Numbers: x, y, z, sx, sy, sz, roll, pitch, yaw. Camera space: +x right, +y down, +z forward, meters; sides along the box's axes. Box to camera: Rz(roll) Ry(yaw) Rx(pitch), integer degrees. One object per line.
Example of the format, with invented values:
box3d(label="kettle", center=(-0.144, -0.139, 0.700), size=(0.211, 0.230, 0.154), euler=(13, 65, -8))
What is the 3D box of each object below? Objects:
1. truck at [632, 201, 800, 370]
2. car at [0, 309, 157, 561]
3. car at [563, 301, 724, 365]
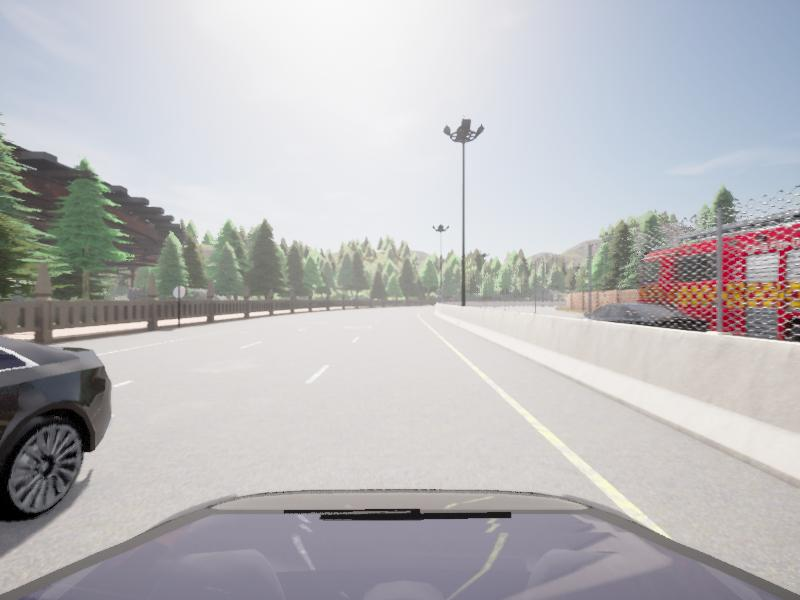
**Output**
box3d(label="truck", center=(10.493, -0.326, 11.324), size=(2.891, 3.827, 8.468), euler=(0, 0, 0))
box3d(label="car", center=(-3.502, 0.836, 1.569), size=(2.128, 1.511, 4.902), euler=(0, 0, 0))
box3d(label="car", center=(6.987, 0.818, 12.291), size=(1.882, 1.535, 5.008), euler=(0, 0, 0))
